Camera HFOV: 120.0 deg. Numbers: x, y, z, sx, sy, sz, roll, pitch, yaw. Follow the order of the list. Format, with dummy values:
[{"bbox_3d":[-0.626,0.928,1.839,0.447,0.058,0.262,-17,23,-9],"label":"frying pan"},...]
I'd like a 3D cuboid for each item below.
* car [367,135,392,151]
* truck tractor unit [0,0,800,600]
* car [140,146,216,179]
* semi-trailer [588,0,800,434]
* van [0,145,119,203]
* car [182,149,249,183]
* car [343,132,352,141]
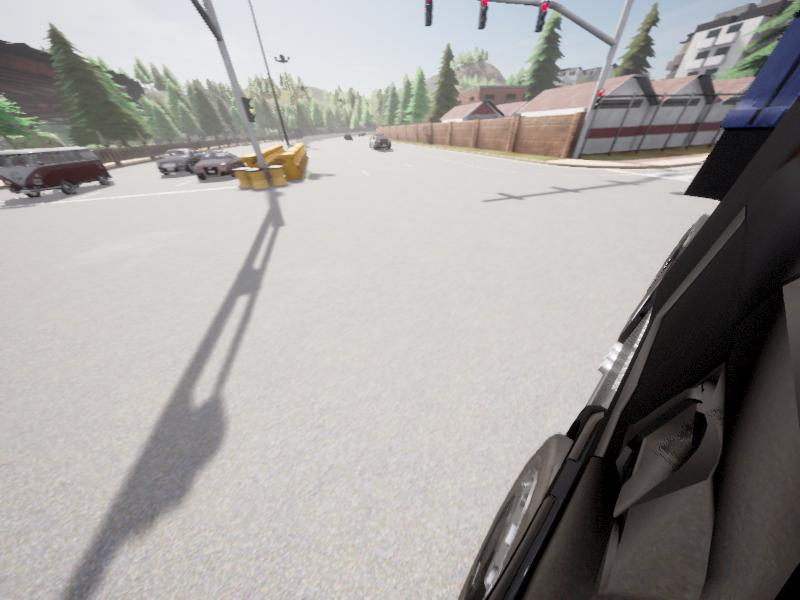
[{"bbox_3d":[-2.682,-20.272,29.706,2.038,1.542,4.974,-12,37,-12],"label":"car"},{"bbox_3d":[2.645,-0.295,0.351,6.516,4.208,3.053,-28,44,-30],"label":"truck tractor unit"},{"bbox_3d":[-16.127,-10.363,17.211,2.128,1.511,4.902,-12,38,-12],"label":"car"},{"bbox_3d":[9.407,-2.976,3.395,14.254,4.402,2.717,-19,39,-21],"label":"semi-trailer"},{"bbox_3d":[-17.857,-6.690,11.989,1.775,1.987,4.442,-12,37,-12],"label":"van"},{"bbox_3d":[-11.644,-8.799,14.975,1.994,1.385,4.181,-12,38,-12],"label":"car"},{"bbox_3d":[-13.788,-43.197,60.994,1.930,1.638,5.238,-9,37,-7],"label":"car"}]
